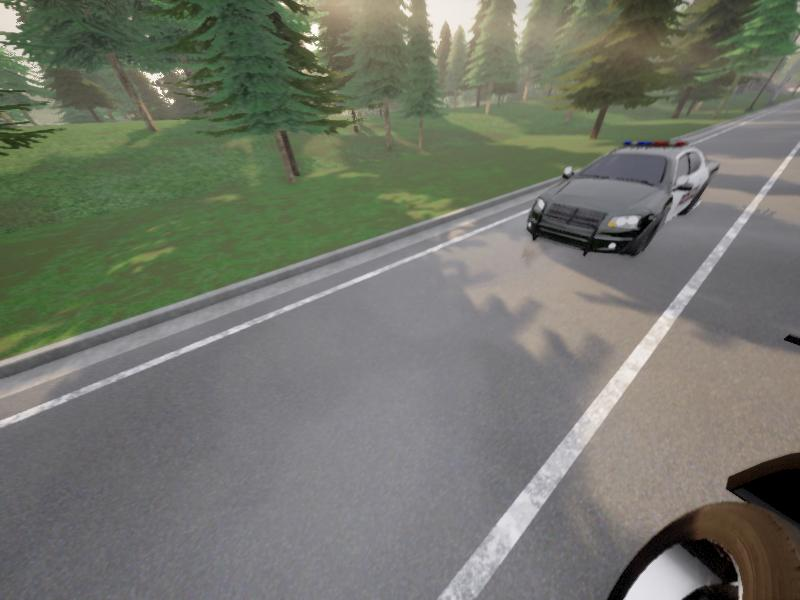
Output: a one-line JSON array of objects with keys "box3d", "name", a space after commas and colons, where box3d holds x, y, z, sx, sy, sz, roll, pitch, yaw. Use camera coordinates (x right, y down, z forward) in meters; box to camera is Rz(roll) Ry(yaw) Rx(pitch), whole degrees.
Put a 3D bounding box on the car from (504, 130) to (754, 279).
[{"box3d": [4.810, -2.402, 4.910, 4.974, 1.542, 2.038, -26, 42, -25], "name": "car"}]
